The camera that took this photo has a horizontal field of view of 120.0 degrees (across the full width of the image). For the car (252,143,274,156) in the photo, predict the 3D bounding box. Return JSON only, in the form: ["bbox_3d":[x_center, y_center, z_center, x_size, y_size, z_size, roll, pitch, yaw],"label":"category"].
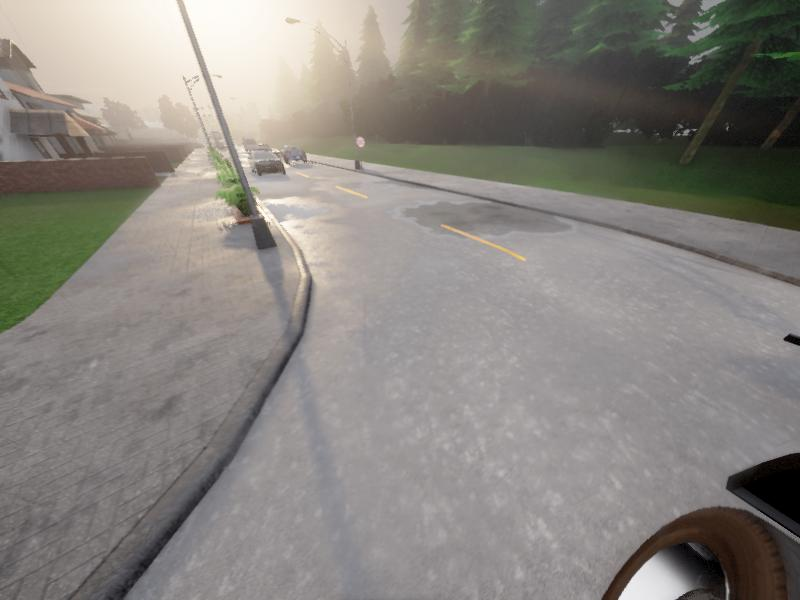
[{"bbox_3d":[-21.963,-24.142,36.972,2.033,1.649,4.856,-22,40,-27],"label":"car"}]

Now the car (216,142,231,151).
[{"bbox_3d":[-43.191,-37.521,56.408,2.152,1.651,5.027,-22,41,-28],"label":"car"}]

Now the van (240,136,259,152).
[{"bbox_3d":[-30.771,-31.798,47.131,1.988,2.561,5.915,-22,41,-28],"label":"van"}]

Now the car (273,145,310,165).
[{"bbox_3d":[-11.821,-15.789,25.026,2.152,1.651,5.027,-22,40,-28],"label":"car"}]

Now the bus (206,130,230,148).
[{"bbox_3d":[-55.001,-48.558,69.648,3.944,4.253,10.273,-22,41,-28],"label":"bus"}]

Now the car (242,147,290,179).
[{"bbox_3d":[-10.113,-10.361,17.288,1.930,1.638,5.238,-22,40,-28],"label":"car"}]
